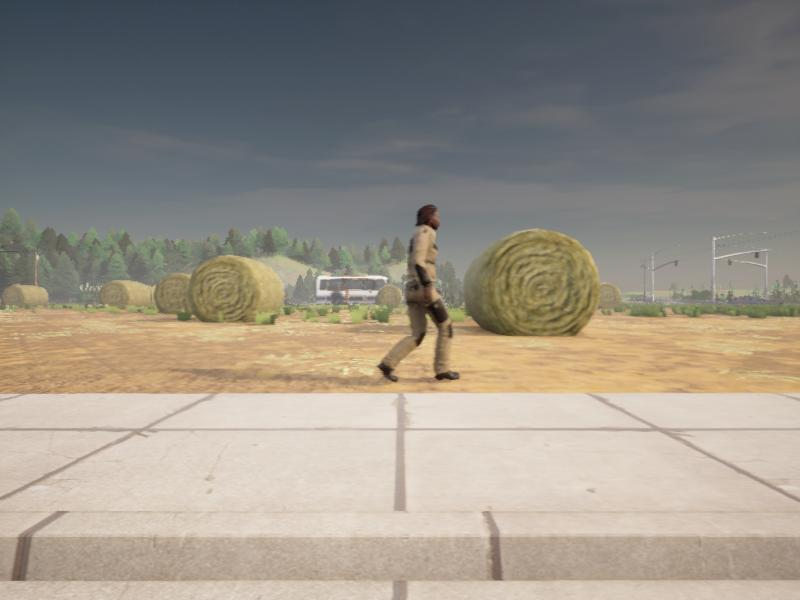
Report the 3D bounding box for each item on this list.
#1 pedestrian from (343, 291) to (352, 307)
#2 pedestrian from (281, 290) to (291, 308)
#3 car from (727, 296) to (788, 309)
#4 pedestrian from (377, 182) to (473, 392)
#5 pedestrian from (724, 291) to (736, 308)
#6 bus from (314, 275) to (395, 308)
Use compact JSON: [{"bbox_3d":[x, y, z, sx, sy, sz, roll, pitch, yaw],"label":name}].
[{"bbox_3d":[-5.936,-0.120,45.104,0.751,1.860,0.751,0,0,-44],"label":"pedestrian"},{"bbox_3d":[-11.983,-0.120,42.211,0.751,1.860,0.751,0,0,44],"label":"pedestrian"},{"bbox_3d":[40.855,0.264,45.860,2.163,1.488,4.792,0,0,-31],"label":"car"},{"bbox_3d":[0.216,-0.115,3.999,0.751,1.860,0.751,0,0,-16],"label":"pedestrian"},{"bbox_3d":[36.546,-0.101,44.316,0.751,1.860,0.751,0,0,-19],"label":"pedestrian"},{"bbox_3d":[-5.927,-1.140,53.881,10.273,4.253,3.944,0,0,3],"label":"bus"}]
